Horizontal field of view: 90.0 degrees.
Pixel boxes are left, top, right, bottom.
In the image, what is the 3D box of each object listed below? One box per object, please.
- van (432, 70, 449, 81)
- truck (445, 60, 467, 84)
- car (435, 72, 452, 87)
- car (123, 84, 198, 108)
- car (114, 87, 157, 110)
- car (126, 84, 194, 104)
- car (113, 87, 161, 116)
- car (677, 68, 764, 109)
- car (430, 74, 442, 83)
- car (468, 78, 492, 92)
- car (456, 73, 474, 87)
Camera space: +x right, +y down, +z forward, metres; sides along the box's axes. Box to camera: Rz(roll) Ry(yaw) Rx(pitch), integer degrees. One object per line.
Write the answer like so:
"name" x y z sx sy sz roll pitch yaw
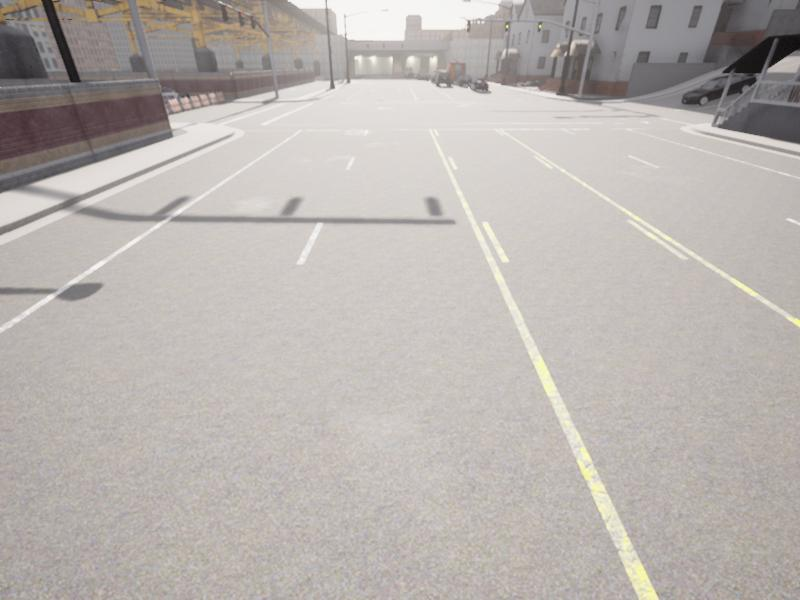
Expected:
"van" 8.869 -49.658 88.444 2.069 2.038 4.480 -9 31 -16
"truck" 10.511 -43.513 76.209 2.891 3.827 8.468 0 30 0
"car" 7.001 -35.839 64.912 2.150 2.045 5.566 0 30 0
"car" -20.237 -17.441 34.103 2.038 1.542 4.974 15 34 24
"car" -19.479 -14.880 29.431 1.853 1.218 4.536 -21 36 -31
"car" -20.262 -17.554 33.983 1.853 1.218 4.536 15 34 24
"car" -19.447 -14.723 29.475 2.038 1.542 4.974 -21 36 -31
"car" 25.121 -16.720 31.577 5.008 1.535 1.882 -14 30 7
"car" 7.000 -42.928 77.520 1.837 1.490 4.892 0 30 0
"car" 10.497 -28.442 52.963 2.033 1.411 5.357 0 30 0
"car" 10.496 -35.658 64.845 2.097 1.767 4.553 0 31 0
